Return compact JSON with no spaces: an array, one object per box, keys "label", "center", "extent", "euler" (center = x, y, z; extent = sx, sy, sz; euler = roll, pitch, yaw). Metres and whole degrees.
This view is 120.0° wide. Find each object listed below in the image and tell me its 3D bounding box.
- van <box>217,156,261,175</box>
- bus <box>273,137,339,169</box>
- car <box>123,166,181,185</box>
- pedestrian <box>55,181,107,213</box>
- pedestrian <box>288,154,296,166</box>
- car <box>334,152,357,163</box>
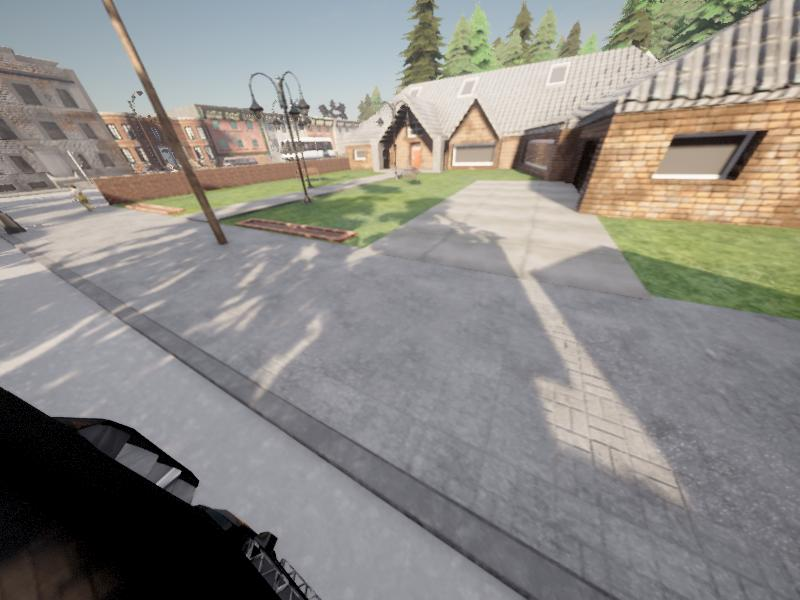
[{"label":"van","center":[-22.372,-18.807,32.310],"extent":[1.775,1.987,4.442],"euler":[15,37,24]},{"label":"bus","center":[-16.116,-26.332,41.166],"extent":[3.944,4.253,10.273],"euler":[15,37,24]},{"label":"car","center":[-26.984,-13.660,25.287],"extent":[1.845,1.501,3.633],"euler":[15,37,24]},{"label":"pedestrian","center":[-15.680,-5.074,11.405],"extent":[0.751,1.300,0.751],"euler":[4,34,10]},{"label":"pedestrian","center":[-21.169,-27.426,45.226],"extent":[0.751,1.860,0.751],"euler":[-27,40,-32]},{"label":"car","center":[-11.522,-30.221,49.042],"extent":[2.242,1.667,4.611],"euler":[15,37,24]}]
